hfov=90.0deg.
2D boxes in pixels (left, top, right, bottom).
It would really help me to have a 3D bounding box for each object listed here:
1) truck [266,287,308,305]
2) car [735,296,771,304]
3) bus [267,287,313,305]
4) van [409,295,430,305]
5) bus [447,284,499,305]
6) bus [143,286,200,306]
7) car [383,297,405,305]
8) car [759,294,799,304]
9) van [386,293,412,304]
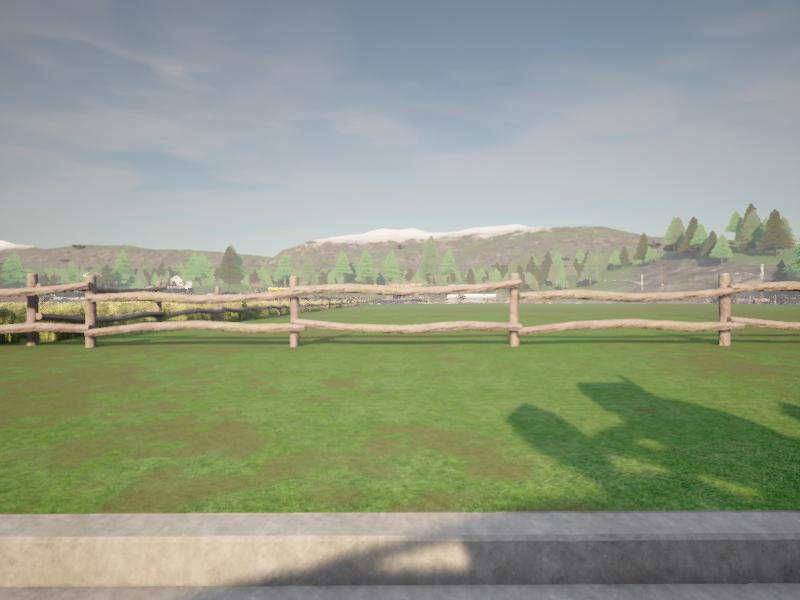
[{"bbox_3d":[-24.945,-0.802,88.296,8.468,3.827,2.891,0,0,0],"label":"truck"},{"bbox_3d":[59.694,0.063,67.816,1.895,1.301,4.718,0,0,0],"label":"car"},{"bbox_3d":[-27.022,-1.006,98.913,10.273,4.253,3.944,0,0,0],"label":"bus"},{"bbox_3d":[4.373,-0.043,88.436,4.480,2.038,2.069,0,0,0],"label":"van"},{"bbox_3d":[15.409,-1.208,85.106,10.273,4.253,3.944,0,0,0],"label":"bus"},{"bbox_3d":[-50.269,-0.895,88.306,10.273,4.253,3.944,0,0,0],"label":"bus"},{"bbox_3d":[-1.311,0.234,84.910,4.611,1.667,2.242,0,0,0],"label":"car"},{"bbox_3d":[63.191,-0.141,66.805,2.242,1.667,4.611,0,0,0],"label":"car"},{"bbox_3d":[-0.312,-0.294,91.910,5.915,2.561,1.988,0,0,0],"label":"van"}]
